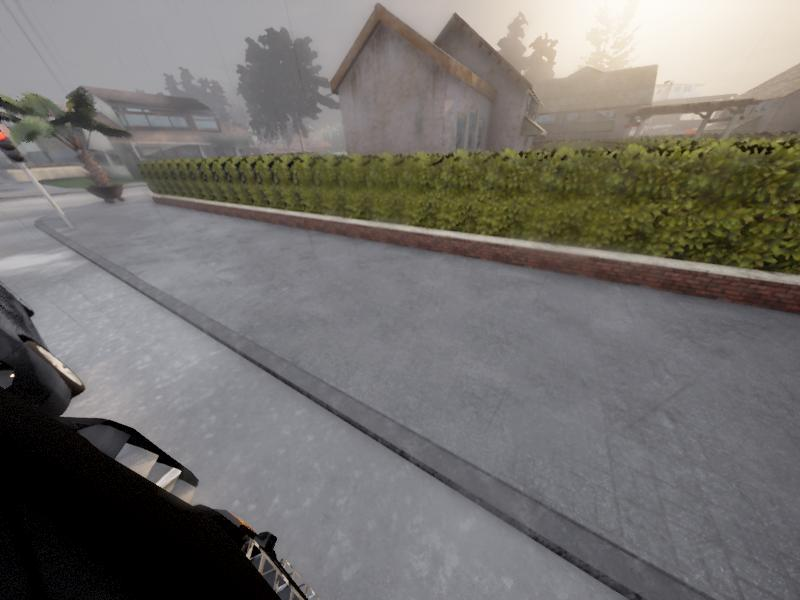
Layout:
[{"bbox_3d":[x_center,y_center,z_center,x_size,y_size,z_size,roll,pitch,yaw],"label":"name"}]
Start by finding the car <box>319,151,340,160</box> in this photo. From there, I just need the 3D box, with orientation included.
[{"bbox_3d":[-18.295,-37.614,60.112,4.611,1.667,2.242,16,38,26],"label":"car"}]

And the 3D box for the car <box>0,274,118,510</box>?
[{"bbox_3d":[-5.343,0.460,2.186,5.008,1.535,1.882,16,38,26],"label":"car"}]

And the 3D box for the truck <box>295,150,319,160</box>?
[{"bbox_3d":[-25.696,-39.985,63.664,6.274,2.098,2.390,16,38,26],"label":"truck"}]

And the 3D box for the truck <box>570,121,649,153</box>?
[{"bbox_3d":[33.267,-26.222,37.419,8.468,3.827,2.891,16,38,26],"label":"truck"}]
